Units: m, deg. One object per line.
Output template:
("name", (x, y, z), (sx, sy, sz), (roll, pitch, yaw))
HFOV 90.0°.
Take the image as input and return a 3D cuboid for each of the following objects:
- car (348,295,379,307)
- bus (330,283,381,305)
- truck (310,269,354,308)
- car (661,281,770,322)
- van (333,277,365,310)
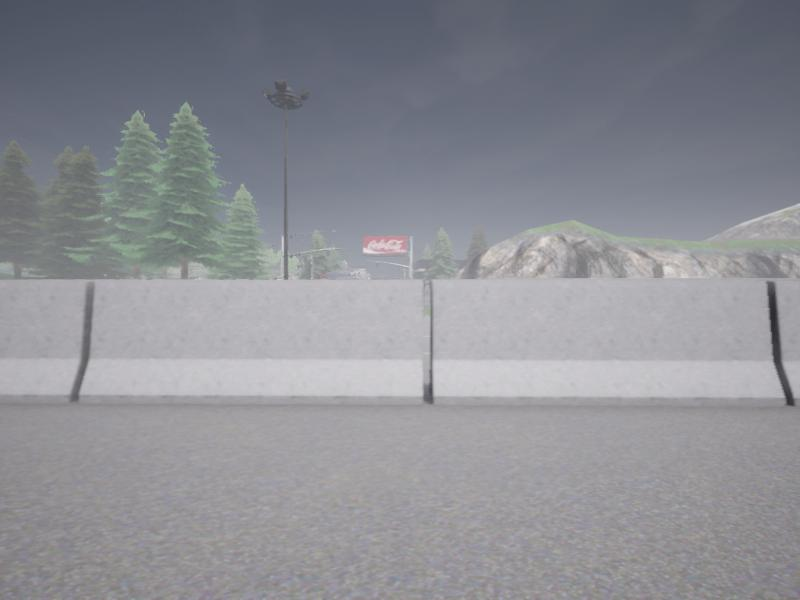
("car", (-5.001, 0.105, 55.520), (1.882, 1.535, 5.008), (1, 0, 27))
("bus", (-9.859, -1.289, 88.200), (10.273, 4.253, 3.944), (-3, 1, -22))
("truck", (-7.647, -1.106, 43.900), (2.891, 3.827, 8.468), (0, -1, -23))
("car", (15.403, 0.067, 19.693), (3.866, 1.878, 1.905), (0, 0, 0))
("van", (-4.167, -0.482, 33.527), (1.988, 2.561, 5.915), (0, 0, 0))
